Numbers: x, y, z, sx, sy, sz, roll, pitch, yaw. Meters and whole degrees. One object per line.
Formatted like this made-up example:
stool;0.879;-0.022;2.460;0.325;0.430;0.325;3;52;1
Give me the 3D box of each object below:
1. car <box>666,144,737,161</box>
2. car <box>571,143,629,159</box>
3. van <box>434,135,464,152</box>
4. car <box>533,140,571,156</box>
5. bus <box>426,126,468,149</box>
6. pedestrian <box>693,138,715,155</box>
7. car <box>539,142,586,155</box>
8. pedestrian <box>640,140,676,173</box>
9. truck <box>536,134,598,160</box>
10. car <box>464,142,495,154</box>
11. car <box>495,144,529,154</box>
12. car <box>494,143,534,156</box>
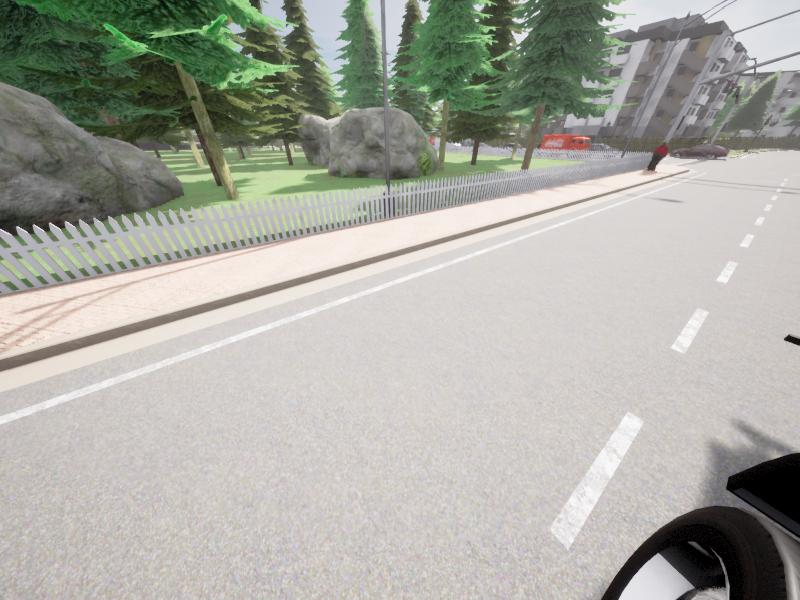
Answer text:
car;35.235;-17.443;27.181;1.812;1.442;4.674;-21;40;-26
car;25.182;-18.954;29.343;2.128;1.511;4.902;-21;40;-26
van;9.163;-29.828;44.013;1.988;2.561;5.915;-21;40;-26
car;21.873;-22.031;33.408;1.905;1.878;3.866;-21;40;-26
bus;11.129;-39.772;56.627;3.944;4.253;10.273;-21;40;-26
pedestrian;39.835;-20.111;30.279;0.751;1.860;0.751;-8;36;-10
car;24.617;-23.183;35.293;1.801;1.575;5.366;-21;40;-26
pedestrian;17.493;-9.734;15.698;0.751;1.860;0.751;-18;39;-23
truck;20.906;-19.423;29.207;2.627;2.467;5.204;-21;40;-26
car;13.333;-25.719;39.053;1.837;1.490;4.892;-21;40;-26
car;18.352;-24.904;38.032;1.895;1.301;4.718;-21;40;-26
car;16.903;-22.563;34.544;1.837;1.490;4.892;-21;40;-26
